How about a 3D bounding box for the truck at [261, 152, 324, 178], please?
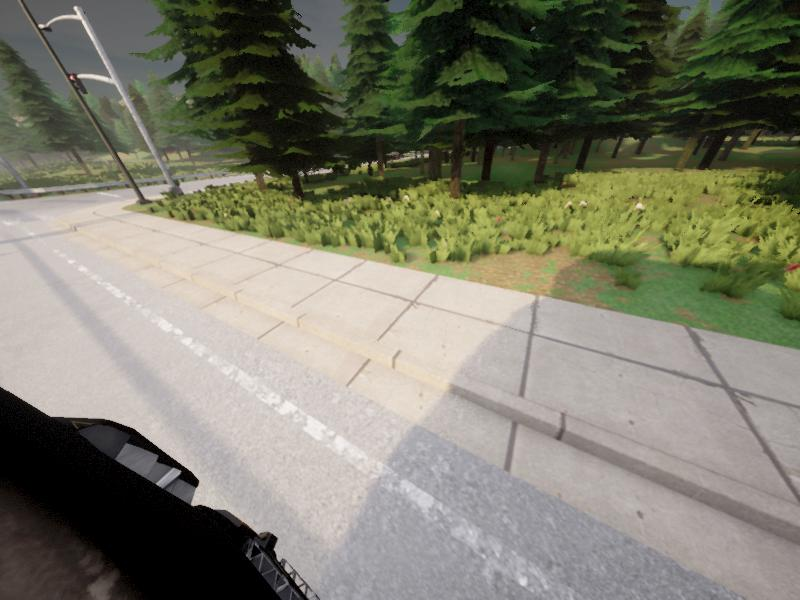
[{"bbox_3d":[-12.292,-15.840,26.990,2.390,2.098,6.274,15,37,25],"label":"truck"}]
